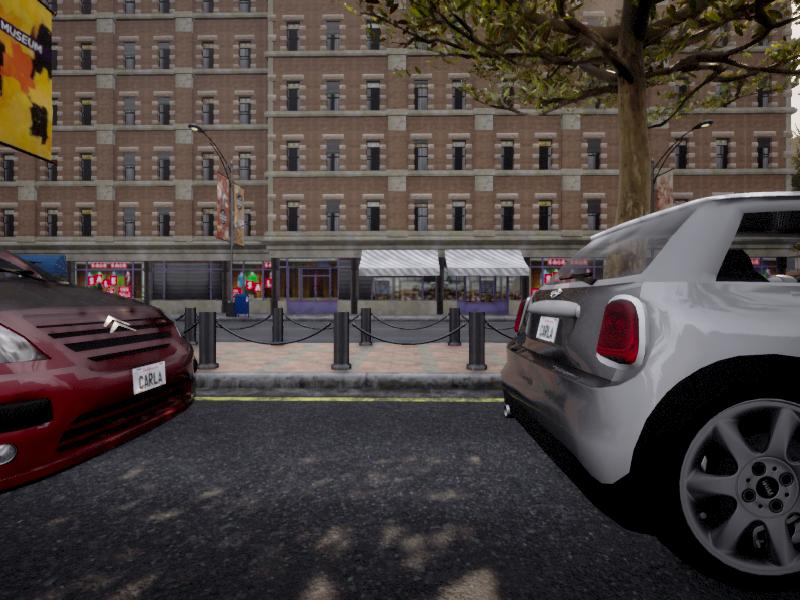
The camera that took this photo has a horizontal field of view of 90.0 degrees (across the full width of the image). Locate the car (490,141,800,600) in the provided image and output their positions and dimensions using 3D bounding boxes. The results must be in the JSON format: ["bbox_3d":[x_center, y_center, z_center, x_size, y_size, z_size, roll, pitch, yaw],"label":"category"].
[{"bbox_3d":[2.600,0.253,2.173,3.806,1.475,1.970,0,0,1],"label":"car"}]

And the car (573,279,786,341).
[{"bbox_3d":[7.822,0.222,11.403,4.974,1.542,2.038,0,0,-10],"label":"car"}]

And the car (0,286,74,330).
[{"bbox_3d":[-14.464,0.270,13.987,4.674,1.442,1.812,0,0,1],"label":"car"}]

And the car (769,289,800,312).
[{"bbox_3d":[34.530,0.046,34.527,1.905,1.878,3.866,0,0,2],"label":"car"}]

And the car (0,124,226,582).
[{"bbox_3d":[-3.390,0.188,2.287,3.988,1.617,1.851,0,0,1],"label":"car"}]
